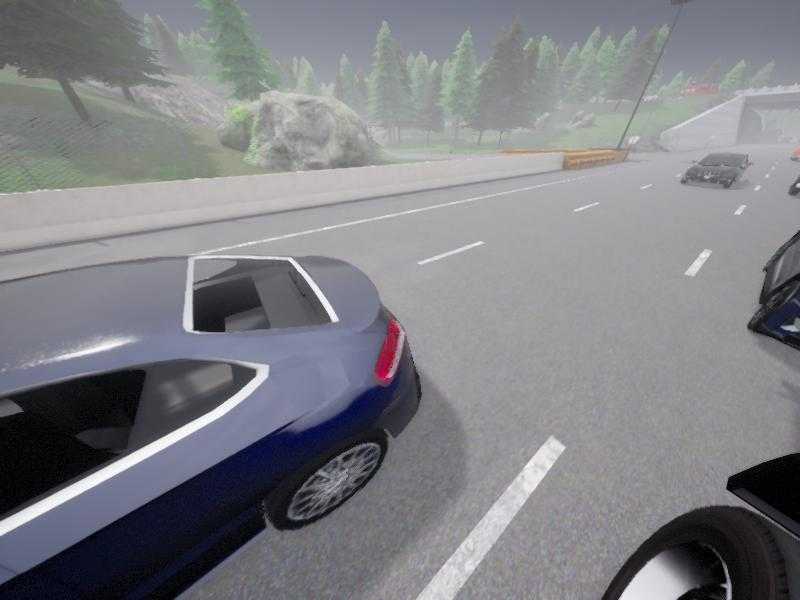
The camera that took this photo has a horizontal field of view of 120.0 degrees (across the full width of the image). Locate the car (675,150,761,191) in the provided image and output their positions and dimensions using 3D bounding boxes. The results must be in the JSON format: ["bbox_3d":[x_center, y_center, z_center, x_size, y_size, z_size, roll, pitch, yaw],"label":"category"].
[{"bbox_3d":[17.484,-7.229,12.682,4.892,1.490,1.837,-22,41,-28],"label":"car"}]

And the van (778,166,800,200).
[{"bbox_3d":[18.827,-5.531,9.793,4.480,2.038,2.069,-22,41,-28],"label":"van"}]

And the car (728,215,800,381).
[{"bbox_3d":[6.749,-0.358,2.936,4.856,1.649,2.033,-22,41,-28],"label":"car"}]

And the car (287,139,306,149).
[{"bbox_3d":[-21.833,-32.816,48.562,2.038,1.542,4.974,-24,43,-29],"label":"car"}]

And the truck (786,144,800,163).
[{"bbox_3d":[41.371,-15.047,22.688,5.204,2.467,2.627,-22,41,-28],"label":"truck"}]

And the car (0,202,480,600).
[{"bbox_3d":[-2.234,0.889,1.256,5.027,1.651,2.152,-22,41,-28],"label":"car"}]
